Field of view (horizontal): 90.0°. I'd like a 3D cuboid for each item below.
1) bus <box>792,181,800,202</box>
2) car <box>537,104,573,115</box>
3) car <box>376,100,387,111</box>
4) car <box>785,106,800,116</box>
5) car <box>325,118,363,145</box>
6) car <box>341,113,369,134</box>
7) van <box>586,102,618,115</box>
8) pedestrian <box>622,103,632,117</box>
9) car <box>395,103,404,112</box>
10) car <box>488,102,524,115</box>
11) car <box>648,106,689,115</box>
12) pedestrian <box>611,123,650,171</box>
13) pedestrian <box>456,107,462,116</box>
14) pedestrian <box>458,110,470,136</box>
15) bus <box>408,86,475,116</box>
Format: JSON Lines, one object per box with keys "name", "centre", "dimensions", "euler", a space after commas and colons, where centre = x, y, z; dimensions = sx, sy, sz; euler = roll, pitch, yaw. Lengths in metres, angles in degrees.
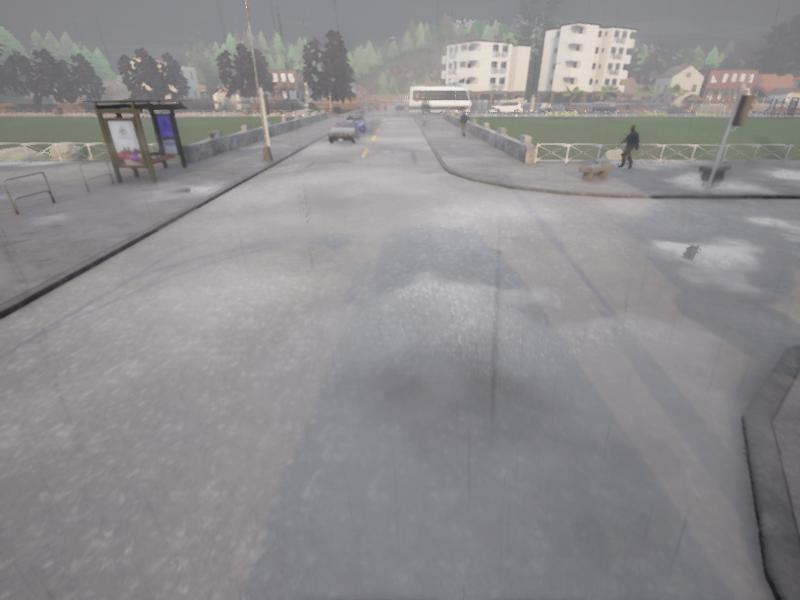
{"name": "bus", "centre": [17.921, -4.265, 10.344], "dimensions": [10.273, 4.253, 3.944], "euler": [0, 27, 0]}
{"name": "car", "centre": [26.836, -33.106, 69.515], "dimensions": [5.238, 1.638, 1.930], "euler": [0, 27, 0]}
{"name": "car", "centre": [-4.038, -42.575, 87.513], "dimensions": [2.150, 2.045, 5.566], "euler": [0, 27, 0]}
{"name": "car", "centre": [66.761, -31.143, 66.017], "dimensions": [4.181, 1.385, 1.994], "euler": [0, 27, 0]}
{"name": "car", "centre": [-4.001, -12.381, 29.284], "dimensions": [2.033, 1.411, 5.357], "euler": [0, 27, 0]}
{"name": "car", "centre": [-4.016, -16.007, 36.216], "dimensions": [2.007, 1.525, 4.514], "euler": [0, 27, 0]}
{"name": "van", "centre": [35.003, -33.255, 69.436], "dimensions": [4.442, 1.987, 1.775], "euler": [0, 27, 0]}
{"name": "pedestrian", "centre": [34.696, -29.102, 61.189], "dimensions": [0.751, 1.860, 0.751], "euler": [0, 27, 0]}
{"name": "car", "centre": [-0.037, -40.791, 84.625], "dimensions": [1.837, 1.490, 4.892], "euler": [0, 27, 0]}
{"name": "car", "centre": [18.370, -33.290, 69.422], "dimensions": [5.566, 2.045, 2.150], "euler": [0, 27, 0]}
{"name": "car", "centre": [46.622, -32.990, 69.572], "dimensions": [5.357, 1.411, 2.033], "euler": [0, 27, 0]}
{"name": "pedestrian", "centre": [9.940, -6.633, 17.323], "dimensions": [0.751, 1.860, 0.751], "euler": [-4, 27, -8]}
{"name": "pedestrian", "centre": [9.087, -28.856, 61.285], "dimensions": [0.751, 1.300, 0.751], "euler": [-1, 27, -2]}
{"name": "pedestrian", "centre": [5.052, -13.973, 31.612], "dimensions": [0.751, 1.860, 0.751], "euler": [1, 27, 2]}
{"name": "bus", "centre": [6.557, -32.518, 65.462], "dimensions": [10.273, 4.253, 3.944], "euler": [0, 27, 0]}
